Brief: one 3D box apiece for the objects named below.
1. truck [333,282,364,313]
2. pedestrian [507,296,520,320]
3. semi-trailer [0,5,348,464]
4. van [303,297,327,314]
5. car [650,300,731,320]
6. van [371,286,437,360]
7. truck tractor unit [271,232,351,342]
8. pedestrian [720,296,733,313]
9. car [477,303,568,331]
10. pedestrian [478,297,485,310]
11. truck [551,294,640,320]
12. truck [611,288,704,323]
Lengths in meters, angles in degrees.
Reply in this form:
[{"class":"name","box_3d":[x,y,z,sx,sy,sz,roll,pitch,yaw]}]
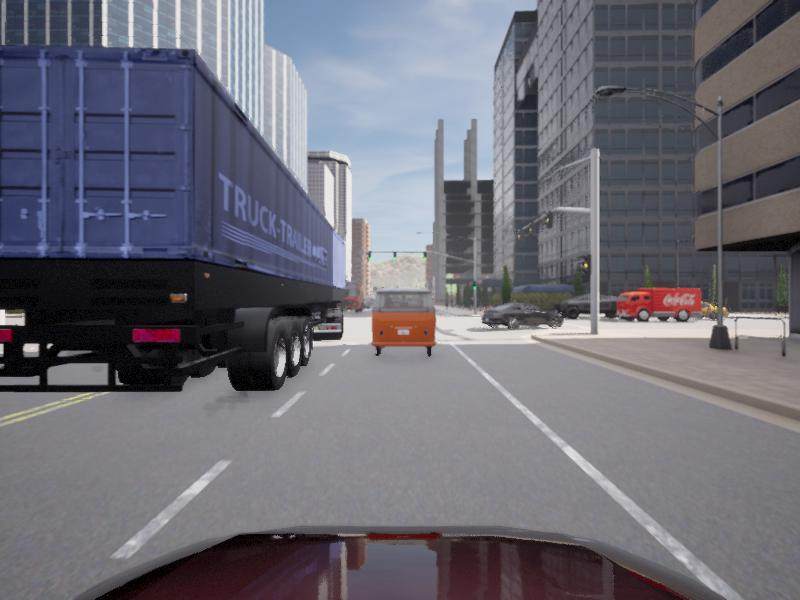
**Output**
[{"class":"truck","box_3d":[-6.522,-0.296,52.145,2.891,3.827,8.468,0,0,0]},{"class":"pedestrian","box_3d":[9.039,0.653,31.814,0.751,1.860,0.751,0,0,-14]},{"class":"semi-trailer","box_3d":[-3.527,-0.612,10.972,2.717,4.402,14.254,0,0,-2]},{"class":"van","box_3d":[-10.058,0.621,47.596,1.775,1.987,4.442,0,0,1]},{"class":"car","box_3d":[23.972,0.821,33.111,5.366,1.575,1.801,0,0,1]},{"class":"van","box_3d":[0.117,0.606,12.991,1.775,1.987,4.442,0,0,1]},{"class":"truck tractor unit","box_3d":[-4.100,-0.508,18.843,3.053,4.208,6.516,0,0,-12]},{"class":"pedestrian","box_3d":[34.885,0.478,42.699,0.751,1.860,0.751,0,0,3]},{"class":"car","box_3d":[6.760,0.880,22.096,4.674,1.442,1.812,0,-1,-22]},{"class":"pedestrian","box_3d":[12.179,0.511,59.885,0.751,1.860,0.751,0,0,-17]},{"class":"truck","box_3d":[16.138,0.558,33.319,6.274,2.098,2.390,0,0,1]},{"class":"truck","box_3d":[19.009,0.371,29.749,5.204,2.467,2.627,0,0,1]}]
